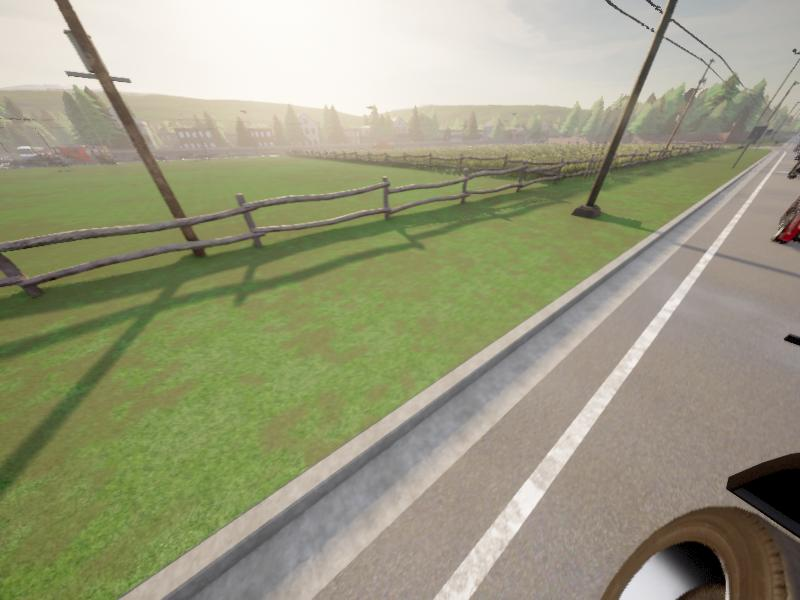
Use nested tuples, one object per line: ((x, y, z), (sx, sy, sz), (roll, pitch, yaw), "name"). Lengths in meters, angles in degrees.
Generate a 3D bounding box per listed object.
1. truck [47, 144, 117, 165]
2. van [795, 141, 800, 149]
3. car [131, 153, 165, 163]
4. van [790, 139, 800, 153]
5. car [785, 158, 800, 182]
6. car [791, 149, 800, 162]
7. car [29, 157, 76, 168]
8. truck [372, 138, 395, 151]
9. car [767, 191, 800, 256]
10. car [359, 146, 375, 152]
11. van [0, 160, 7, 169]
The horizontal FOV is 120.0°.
((-74.020, -34.198, 54.154), (8.468, 3.827, 2.891), (-23, 39, -28), "truck")
((68.676, -26.662, 38.304), (6.366, 2.431, 2.351), (-23, 40, -28), "van")
((-60.326, -34.157, 55.468), (5.238, 1.638, 1.930), (-23, 39, -28), "car")
((53.930, -20.498, 30.198), (4.480, 2.038, 2.069), (-26, 41, -30), "van")
((24.845, -7.929, 13.308), (5.027, 1.651, 2.152), (-23, 40, -28), "car")
((39.012, -13.814, 21.496), (4.792, 1.488, 2.163), (-23, 39, -28), "car")
((-69.852, -27.746, 46.529), (4.611, 1.667, 2.242), (-23, 39, -28), "car")
((-6.126, -60.019, 89.284), (8.468, 3.827, 2.891), (-23, 39, -28), "truck")
((11.099, -2.055, 5.470), (4.181, 1.385, 1.994), (-23, 40, -28), "car")
((-11.760, -54.308, 83.157), (5.366, 1.575, 1.801), (-23, 39, -28), "car")
((-80.093, -26.053, 44.026), (4.480, 2.038, 2.069), (-28, 42, -33), "van")
